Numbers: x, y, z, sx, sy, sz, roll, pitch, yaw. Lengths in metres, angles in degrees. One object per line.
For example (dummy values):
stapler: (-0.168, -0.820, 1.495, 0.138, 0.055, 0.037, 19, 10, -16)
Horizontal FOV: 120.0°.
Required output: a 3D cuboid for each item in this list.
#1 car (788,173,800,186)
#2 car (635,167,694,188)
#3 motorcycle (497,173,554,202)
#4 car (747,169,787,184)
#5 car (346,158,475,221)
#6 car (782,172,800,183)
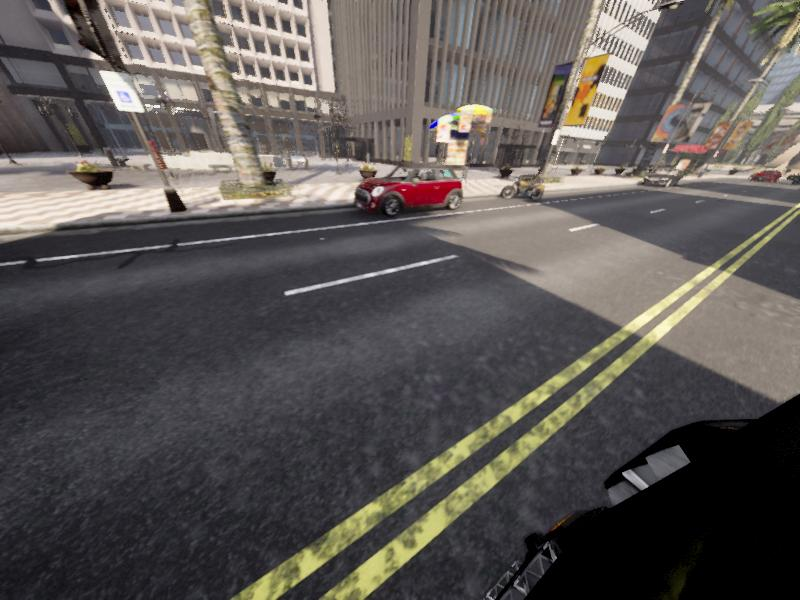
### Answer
car: (53.776, -15.810, 30.309, 4.674, 1.442, 1.812, -14, 37, -23)
car: (25.723, -11.955, 22.463, 4.892, 1.521, 2.231, -16, 38, -26)
motorcycle: (6.837, -6.191, 12.717, 2.356, 1.277, 0.764, 2, 33, -2)
car: (52.261, -17.637, 32.892, 5.008, 1.535, 1.882, -15, 37, -24)
car: (0.440, -4.643, 9.417, 4.553, 1.767, 2.185, -16, 38, -26)
car: (63.525, -19.208, 36.254, 4.718, 1.301, 1.895, -5, 34, -11)
